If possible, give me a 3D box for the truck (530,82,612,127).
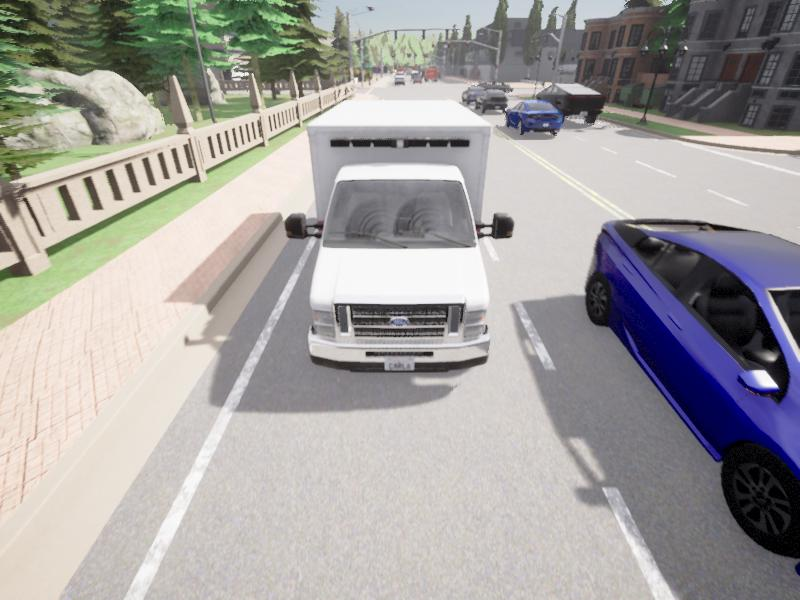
[{"bbox_3d":[10.485,-12.487,25.318,2.390,2.098,6.274,0,30,0],"label":"truck"}]

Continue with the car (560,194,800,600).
[{"bbox_3d":[3.496,0.358,3.887,2.007,1.525,4.514,0,30,0],"label":"car"}]

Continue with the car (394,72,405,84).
[{"bbox_3d":[-0.039,-45.093,81.213,2.150,2.045,5.566,0,30,0],"label":"car"}]

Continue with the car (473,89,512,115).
[{"bbox_3d":[6.982,-15.226,30.607,1.837,1.490,4.892,0,30,0],"label":"car"}]

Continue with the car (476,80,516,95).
[{"bbox_3d":[12.164,-27.107,50.986,4.514,1.525,2.007,0,30,0],"label":"car"}]

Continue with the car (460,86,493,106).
[{"bbox_3d":[6.982,-19.033,37.227,2.033,1.411,5.357,0,30,0],"label":"car"}]

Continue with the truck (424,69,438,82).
[{"bbox_3d":[6.960,-50.452,89.962,2.627,2.467,5.204,0,30,0],"label":"truck"}]

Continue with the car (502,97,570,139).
[{"bbox_3d":[6.987,-9.773,21.227,1.882,1.535,5.008,0,30,0],"label":"car"}]

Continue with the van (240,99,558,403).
[{"bbox_3d":[-0.008,-1.580,6.312,2.351,2.431,6.366,0,30,0],"label":"van"}]

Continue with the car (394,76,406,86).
[{"bbox_3d":[-0.037,-40.118,73.318,2.033,1.411,5.357,0,30,0],"label":"car"}]
